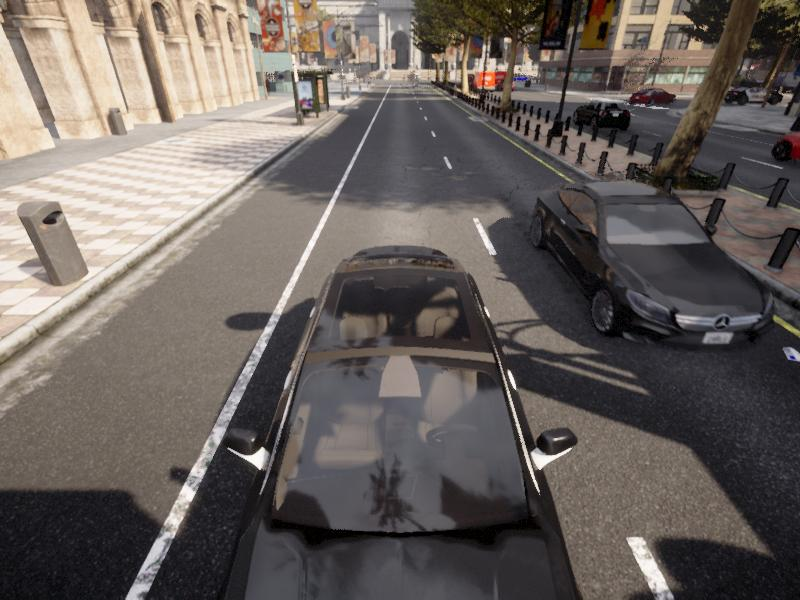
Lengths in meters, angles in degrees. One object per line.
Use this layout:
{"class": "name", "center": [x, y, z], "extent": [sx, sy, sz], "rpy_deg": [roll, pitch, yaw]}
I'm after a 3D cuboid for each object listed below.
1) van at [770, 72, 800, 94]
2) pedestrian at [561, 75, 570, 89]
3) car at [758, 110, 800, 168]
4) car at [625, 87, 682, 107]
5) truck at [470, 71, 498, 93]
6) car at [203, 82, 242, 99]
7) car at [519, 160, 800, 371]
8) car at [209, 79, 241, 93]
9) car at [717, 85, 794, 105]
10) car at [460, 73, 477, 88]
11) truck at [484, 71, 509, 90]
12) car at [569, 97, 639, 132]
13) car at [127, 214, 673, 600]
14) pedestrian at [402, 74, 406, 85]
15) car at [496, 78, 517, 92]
{"class": "van", "center": [52.972, -28.574, 52.630], "extent": [2.351, 2.431, 6.366], "rpy_deg": [0, 30, 0]}
{"class": "pedestrian", "center": [24.662, -32.461, 59.513], "extent": [0.751, 1.860, 0.751], "rpy_deg": [3, 30, 6]}
{"class": "car", "center": [15.000, -5.086, 13.097], "extent": [2.242, 1.667, 4.611], "rpy_deg": [0, 30, 0]}
{"class": "car", "center": [23.106, -18.525, 36.448], "extent": [4.181, 1.385, 1.994], "rpy_deg": [-12, 32, -19]}
{"class": "truck", "center": [11.501, -30.223, 55.428], "extent": [2.627, 2.467, 5.204], "rpy_deg": [0, 30, 0]}
{"class": "car", "center": [-19.321, -22.982, 43.800], "extent": [2.161, 1.482, 4.786], "rpy_deg": [0, 30, 0]}
{"class": "car", "center": [3.487, -0.981, 6.282], "extent": [1.812, 1.442, 4.674], "rpy_deg": [0, 30, 0]}
{"class": "car", "center": [-23.454, -28.851, 53.789], "extent": [2.128, 1.511, 4.902], "rpy_deg": [0, 30, 0]}
{"class": "car", "center": [32.946, -19.063, 37.208], "extent": [4.974, 1.542, 2.038], "rpy_deg": [-1, 30, -2]}
{"class": "car", "center": [11.472, -36.915, 67.321], "extent": [2.150, 2.045, 5.566], "rpy_deg": [1, 30, 2]}
{"class": "truck", "center": [14.991, -34.308, 62.429], "extent": [2.627, 2.467, 5.204], "rpy_deg": [0, 30, 0]}
{"class": "car", "center": [11.504, -10.699, 22.917], "extent": [1.970, 1.475, 3.806], "rpy_deg": [0, 30, 0]}
{"class": "car", "center": [0.000, 0.779, 3.258], "extent": [1.837, 1.490, 4.892], "rpy_deg": [0, 30, 0]}
{"class": "pedestrian", "center": [0.795, -42.050, 76.268], "extent": [0.751, 1.860, 0.751], "rpy_deg": [-2, 30, -4]}
{"class": "car", "center": [15.019, -30.531, 56.807], "extent": [1.851, 1.617, 3.988], "rpy_deg": [0, 30, 0]}
